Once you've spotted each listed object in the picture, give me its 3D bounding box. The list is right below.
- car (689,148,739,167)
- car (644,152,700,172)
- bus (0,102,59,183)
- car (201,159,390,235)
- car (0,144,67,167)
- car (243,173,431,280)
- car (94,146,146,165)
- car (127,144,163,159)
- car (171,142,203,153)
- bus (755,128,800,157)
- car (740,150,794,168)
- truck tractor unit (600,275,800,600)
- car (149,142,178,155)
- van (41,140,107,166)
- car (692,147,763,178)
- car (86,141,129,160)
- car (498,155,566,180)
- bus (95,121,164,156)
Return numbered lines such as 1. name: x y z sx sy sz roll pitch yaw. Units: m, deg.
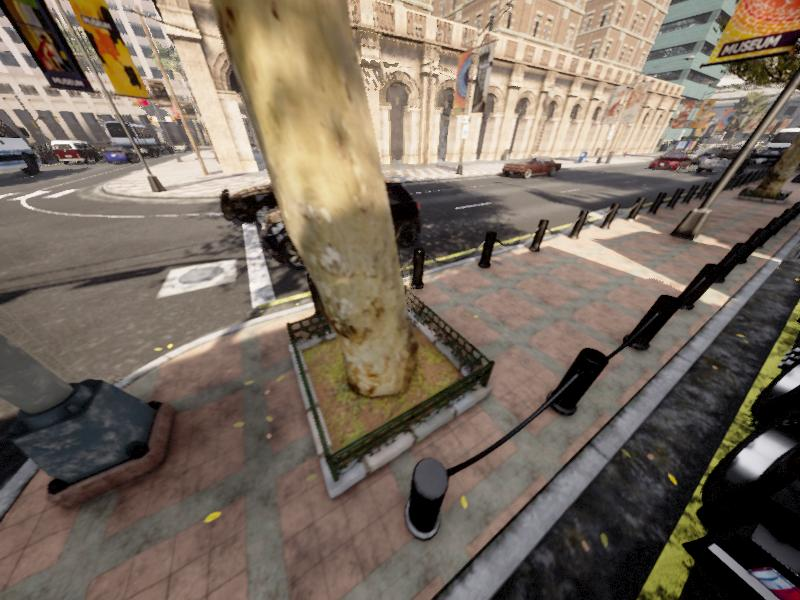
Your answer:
1. car: 36.224 -16.559 26.671 4.856 1.649 2.033 -18 39 -24
2. car: 25.441 -12.946 21.617 4.181 1.385 1.994 -18 39 -24
3. bus: -26.370 -8.845 12.763 3.944 4.253 10.273 -18 38 -25
4. car: -3.116 -3.750 7.928 5.238 1.638 1.930 -18 39 -24
5. car: -37.382 -14.805 23.496 2.242 1.667 4.611 -18 39 -24
6. car: -1.347 -1.967 5.477 3.633 1.501 1.845 -18 39 -24
7. car: -30.603 -16.007 25.451 2.163 1.488 4.792 -18 39 -24
8. car: -35.193 -20.630 32.018 2.007 1.525 4.514 -18 39 -24
9. car: -44.629 -32.155 48.664 2.152 1.651 5.027 0 35 0
10. bus: 72.569 -29.373 43.085 10.273 4.253 3.944 -18 39 -24
11. car: 39.889 -15.397 25.135 4.902 1.511 2.128 -18 39 -24
12. truck tractor unit: 5.126 -0.286 0.750 6.516 4.208 3.053 -18 39 -23
13. car: -40.804 -26.278 40.003 2.152 1.651 5.027 -18 39 -24
14. van: -33.920 -15.542 24.268 2.069 2.038 4.480 -18 39 -24
15. car: 26.209 -11.095 18.524 4.605 1.855 1.932 -17 39 -25
16. car: -38.155 -19.672 30.299 1.905 1.878 3.866 -18 39 -24
17. car: 9.912 -10.007 17.319 4.718 1.301 1.895 -18 39 -24
18. bus: -44.740 -27.149 38.921 3.944 4.253 10.273 -18 39 -24
